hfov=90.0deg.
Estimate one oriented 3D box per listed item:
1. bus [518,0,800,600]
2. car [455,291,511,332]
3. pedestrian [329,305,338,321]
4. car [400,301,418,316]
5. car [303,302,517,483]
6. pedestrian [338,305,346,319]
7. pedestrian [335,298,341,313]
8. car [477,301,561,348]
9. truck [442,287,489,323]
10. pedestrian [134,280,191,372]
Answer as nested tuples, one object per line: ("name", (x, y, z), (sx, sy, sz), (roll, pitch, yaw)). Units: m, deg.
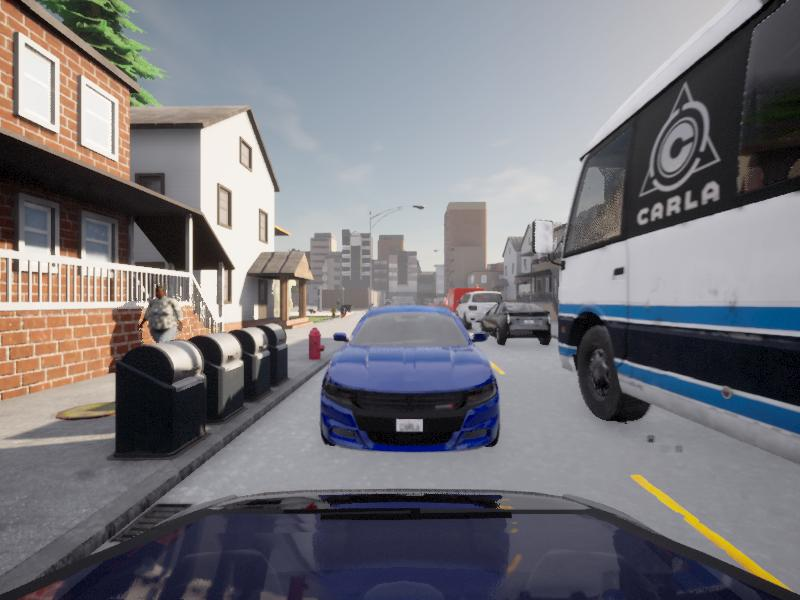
("bus", (3.933, -0.537, 1.832), (3.944, 4.253, 10.273), (0, 0, 1))
("car", (4.537, 0.568, 22.777), (2.150, 2.045, 5.566), (0, 0, 1))
("pedestrian", (-4.613, 0.913, 27.651), (0.500, 1.100, 0.500), (0, 0, 1))
("car", (0.950, 0.845, 42.467), (1.837, 1.490, 4.892), (0, 0, 1))
("car", (0.148, 0.823, 6.035), (1.882, 1.535, 5.008), (0, 0, 1))
("pedestrian", (-4.480, 0.905, 30.835), (0.500, 1.100, 0.500), (0, 0, 3))
("pedestrian", (-7.682, 0.637, 49.850), (0.751, 1.860, 0.751), (0, 0, -8))
("car", (4.358, 0.828, 15.497), (2.007, 1.525, 4.514), (0, 0, 1))
("truck", (4.794, 0.357, 30.240), (2.627, 2.467, 5.204), (0, 0, 0))
("pedestrian", (-5.040, 0.533, 8.530), (0.751, 1.860, 0.751), (0, 0, 2))
